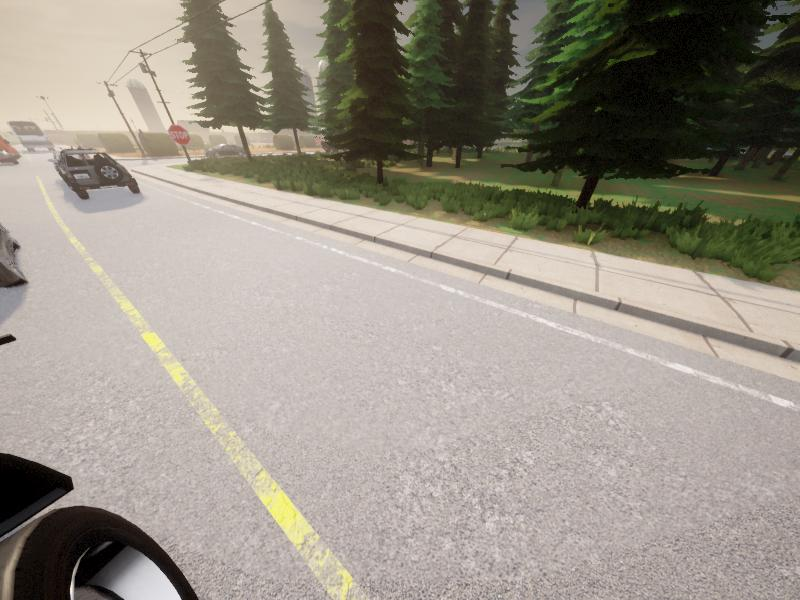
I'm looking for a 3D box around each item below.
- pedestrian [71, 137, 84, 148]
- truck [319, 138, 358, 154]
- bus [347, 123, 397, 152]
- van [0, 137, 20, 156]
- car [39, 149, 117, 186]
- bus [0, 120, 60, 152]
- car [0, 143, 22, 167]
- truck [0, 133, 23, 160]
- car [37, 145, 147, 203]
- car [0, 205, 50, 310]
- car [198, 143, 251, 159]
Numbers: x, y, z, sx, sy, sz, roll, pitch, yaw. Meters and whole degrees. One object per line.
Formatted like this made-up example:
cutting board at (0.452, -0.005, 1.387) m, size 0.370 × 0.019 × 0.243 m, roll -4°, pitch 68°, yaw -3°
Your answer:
pedestrian at (-67.374, -32.897, 48.214) m, size 0.751 × 1.860 × 0.751 m, roll 21°, pitch 40°, yaw 26°
truck at (-10.480, -26.738, 40.027) m, size 2.390 × 2.098 × 6.274 m, roll 21°, pitch 40°, yaw 27°
bus at (-5.180, -32.263, 46.039) m, size 3.944 × 4.253 × 10.273 m, roll 21°, pitch 40°, yaw 27°
van at (-53.572, -20.508, 30.877) m, size 4.480 × 2.038 × 2.069 m, roll 23°, pitch 41°, yaw 29°
car at (-19.327, -8.061, 13.886) m, size 4.514 × 1.525 × 2.007 m, roll 25°, pitch 42°, yaw 31°
bus at (-66.176, -29.295, 41.332) m, size 10.273 × 4.253 × 3.944 m, roll 23°, pitch 41°, yaw 29°
car at (-36.962, -13.248, 21.059) m, size 3.988 × 1.617 × 1.851 m, roll 21°, pitch 40°, yaw 27°
truck at (-46.732, -17.717, 26.603) m, size 5.204 × 2.467 × 2.627 m, roll 23°, pitch 41°, yaw 30°
car at (-14.102, -5.925, 10.585) m, size 4.605 × 1.855 × 1.932 m, roll 23°, pitch 41°, yaw 29°
car at (-8.644, -1.011, 3.976) m, size 4.902 × 1.511 × 2.128 m, roll 22°, pitch 41°, yaw 28°
car at (-22.852, -19.551, 30.247) m, size 2.128 × 1.511 × 4.902 m, roll 21°, pitch 40°, yaw 27°
